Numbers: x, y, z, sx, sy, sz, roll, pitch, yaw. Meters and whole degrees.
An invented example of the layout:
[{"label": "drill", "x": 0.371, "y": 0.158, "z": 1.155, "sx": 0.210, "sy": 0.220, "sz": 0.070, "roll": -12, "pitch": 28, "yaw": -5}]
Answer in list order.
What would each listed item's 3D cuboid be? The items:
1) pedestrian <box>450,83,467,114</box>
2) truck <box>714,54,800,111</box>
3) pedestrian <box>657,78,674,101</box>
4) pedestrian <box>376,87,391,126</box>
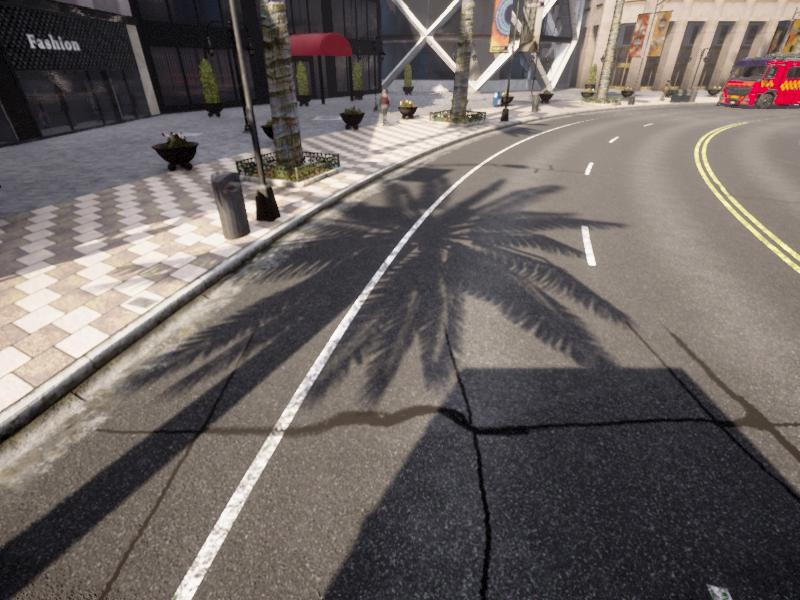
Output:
[{"label": "pedestrian", "x": 3.975, "y": -13.783, "z": 27.397, "sx": 0.751, "sy": 1.860, "sz": 0.751, "roll": -11, "pitch": 32, "yaw": -18}, {"label": "truck", "x": 31.183, "y": -17.798, "z": 32.679, "sx": 8.468, "sy": 3.827, "sz": 2.891, "roll": -7, "pitch": 31, "yaw": -12}, {"label": "pedestrian", "x": 25.079, "y": -19.879, "z": 37.835, "sx": 0.751, "sy": 1.860, "sz": 0.751, "roll": 22, "pitch": 37, "yaw": 33}, {"label": "pedestrian", "x": -0.888, "y": -10.555, "z": 21.873, "sx": 0.751, "sy": 1.860, "sz": 0.751, "roll": -3, "pitch": 30, "yaw": -5}]
